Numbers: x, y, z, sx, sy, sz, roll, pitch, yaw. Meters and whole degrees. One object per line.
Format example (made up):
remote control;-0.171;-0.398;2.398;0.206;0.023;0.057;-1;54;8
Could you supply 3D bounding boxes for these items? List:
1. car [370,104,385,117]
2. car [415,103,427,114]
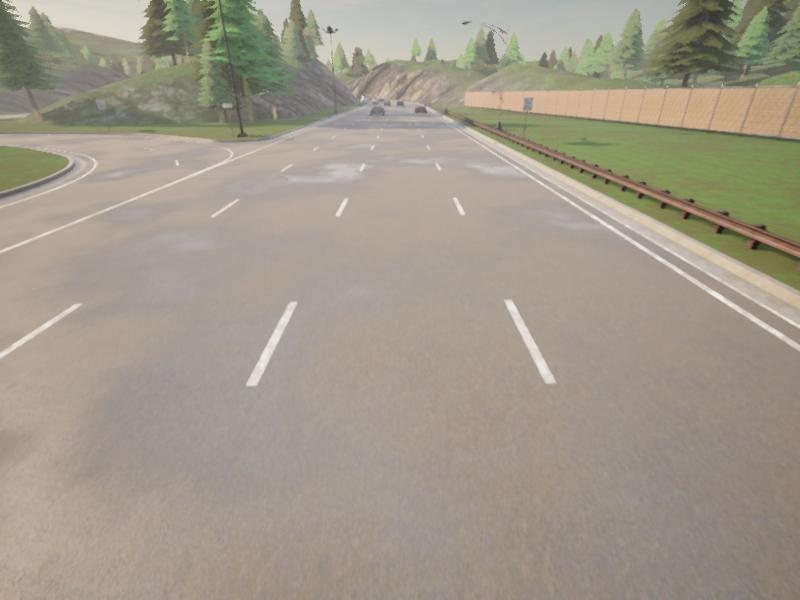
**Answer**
car;-3.467;-29.865;62.983;2.152;1.651;5.027;0;27;0
car;3.536;-32.865;68.570;1.812;1.442;4.674;0;27;0
